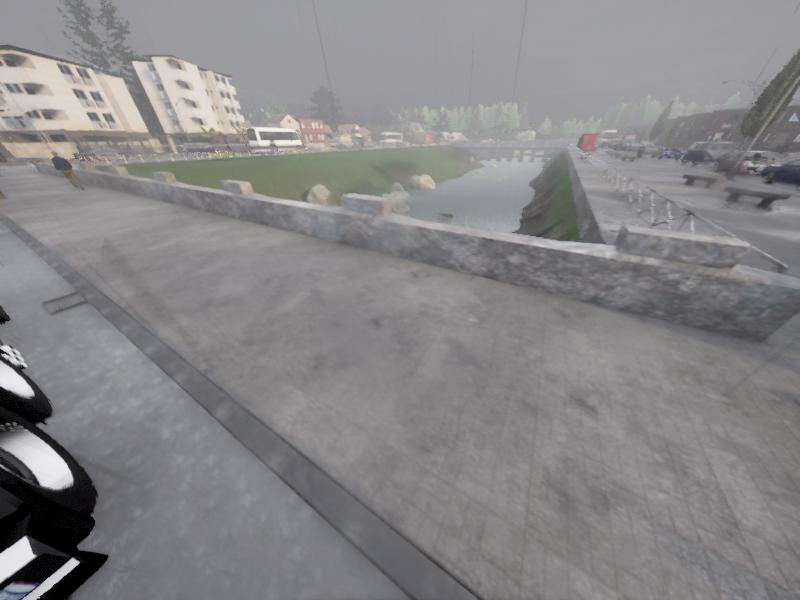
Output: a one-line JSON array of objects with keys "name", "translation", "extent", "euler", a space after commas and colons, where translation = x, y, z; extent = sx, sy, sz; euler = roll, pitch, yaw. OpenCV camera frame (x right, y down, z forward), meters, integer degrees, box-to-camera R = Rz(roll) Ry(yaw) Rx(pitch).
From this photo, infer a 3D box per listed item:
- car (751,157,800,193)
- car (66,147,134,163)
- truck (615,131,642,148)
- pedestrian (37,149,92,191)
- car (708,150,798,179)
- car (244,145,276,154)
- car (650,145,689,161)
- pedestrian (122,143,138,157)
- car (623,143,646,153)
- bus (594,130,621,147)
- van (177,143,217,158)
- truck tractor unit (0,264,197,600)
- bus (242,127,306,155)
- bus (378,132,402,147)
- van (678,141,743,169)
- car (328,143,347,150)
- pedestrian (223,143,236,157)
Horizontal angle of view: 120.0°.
[{"name": "car", "translation": [21.589, -6.486, 11.986], "extent": [1.895, 1.301, 4.718], "euler": [18, 39, 24]}, {"name": "car", "translation": [-40.656, -19.830, 31.492], "extent": [1.930, 1.638, 5.238], "euler": [18, 39, 24]}, {"name": "truck", "translation": [64.297, -45.437, 65.342], "extent": [2.891, 3.827, 8.468], "euler": [18, 39, 24]}, {"name": "pedestrian", "translation": [-17.668, -6.872, 12.215], "extent": [0.751, 1.860, 0.751], "euler": [18, 39, 24]}, {"name": "car", "translation": [24.807, -9.765, 16.511], "extent": [1.970, 1.475, 3.806], "euler": [18, 39, 24]}, {"name": "car", "translation": [-28.996, -31.316, 48.108], "extent": [2.033, 1.411, 5.357], "euler": [18, 39, 24]}, {"name": "car", "translation": [33.557, -18.463, 28.931], "extent": [1.816, 1.474, 4.193], "euler": [18, 39, 24]}, {"name": "pedestrian", "translation": [-43.404, -24.194, 37.175], "extent": [0.751, 1.860, 0.751], "euler": [17, 38, 23]}, {"name": "car", "translation": [43.358, -28.202, 42.860], "extent": [1.812, 1.442, 4.674], "euler": [18, 39, 24]}, {"name": "bus", "translation": [64.993, -50.745, 72.593], "extent": [3.944, 4.253, 10.273], "euler": [18, 39, 24]}, {"name": "van", "translation": [-34.793, -25.796, 39.712], "extent": [1.775, 1.987, 4.442], "euler": [18, 39, 24]}, {"name": "truck tractor unit", "translation": [-5.116, -0.295, 0.781], "extent": [6.516, 4.208, 3.053], "euler": [18, 39, 24]}, {"name": "bus", "translation": [-24.940, -32.095, 46.686], "extent": [3.944, 4.253, 10.273], "euler": [18, 39, 24]}, {"name": "bus", "translation": [-3.417, -57.780, 83.392], "extent": [3.944, 4.253, 10.273], "euler": [18, 39, 24]}, {"name": "van", "translation": [28.289, -13.435, 21.307], "extent": [1.775, 1.987, 4.442], "euler": [18, 39, 24]}, {"name": "car", "translation": [-17.449, -42.891, 64.418], "extent": [1.930, 1.638, 5.238], "euler": [18, 39, 24]}, {"name": "pedestrian", "translation": [-26.643, -23.385, 36.048], "extent": [0.751, 1.860, 0.751], "euler": [18, 39, 24]}]
